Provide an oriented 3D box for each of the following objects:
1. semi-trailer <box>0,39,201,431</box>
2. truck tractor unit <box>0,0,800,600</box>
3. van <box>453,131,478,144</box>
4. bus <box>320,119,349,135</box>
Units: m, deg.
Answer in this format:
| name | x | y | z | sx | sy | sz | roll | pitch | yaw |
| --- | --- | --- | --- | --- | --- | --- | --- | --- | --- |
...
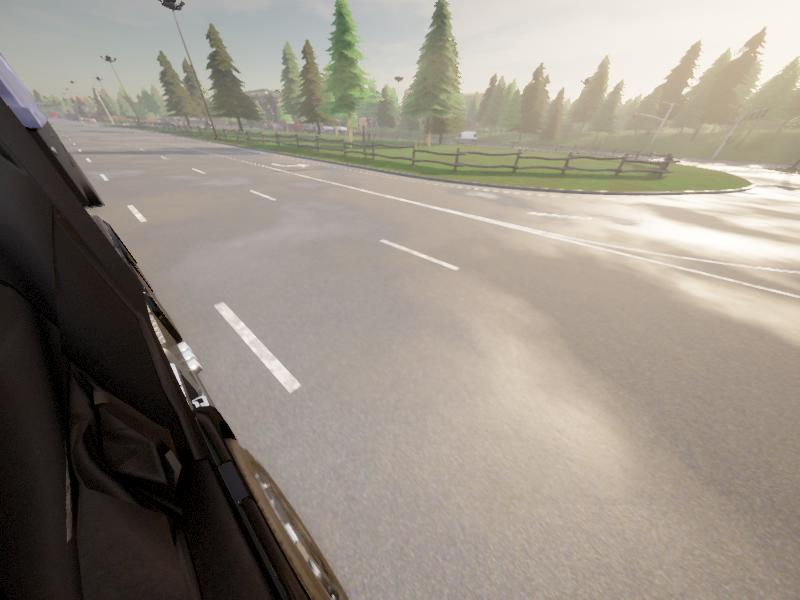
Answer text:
| name | x | y | z | sx | sy | sz | roll | pitch | yaw |
| --- | --- | --- | --- | --- | --- | --- | --- | --- | --- |
| semi-trailer | -8.702 | -3.578 | 4.259 | 14.254 | 4.402 | 2.717 | 28 | 43 | 30 |
| truck tractor unit | -2.645 | -0.295 | 0.351 | 6.516 | 4.208 | 3.053 | 28 | 44 | 30 |
| van | 17.634 | -44.207 | 62.737 | 5.915 | 2.561 | 1.988 | 28 | 43 | 30 |
| bus | -22.954 | -60.935 | 81.434 | 10.273 | 4.253 | 3.944 | 28 | 43 | 30 |
